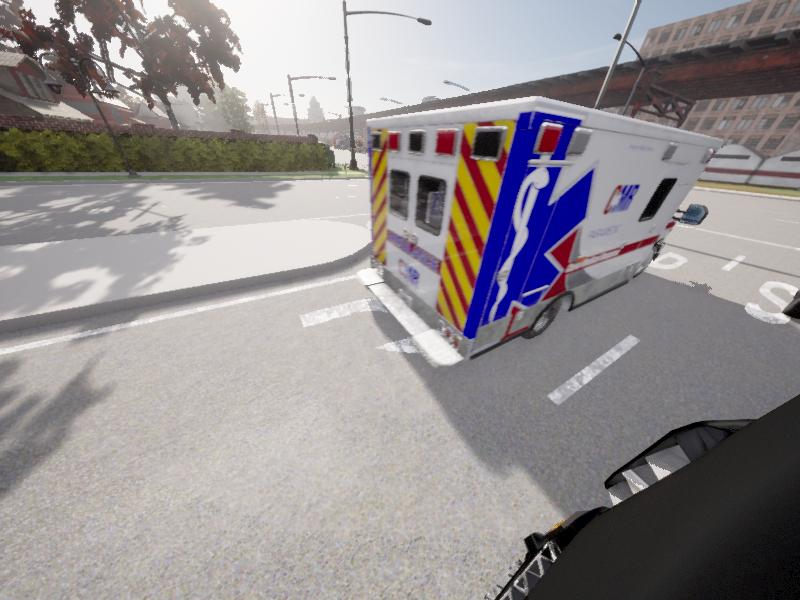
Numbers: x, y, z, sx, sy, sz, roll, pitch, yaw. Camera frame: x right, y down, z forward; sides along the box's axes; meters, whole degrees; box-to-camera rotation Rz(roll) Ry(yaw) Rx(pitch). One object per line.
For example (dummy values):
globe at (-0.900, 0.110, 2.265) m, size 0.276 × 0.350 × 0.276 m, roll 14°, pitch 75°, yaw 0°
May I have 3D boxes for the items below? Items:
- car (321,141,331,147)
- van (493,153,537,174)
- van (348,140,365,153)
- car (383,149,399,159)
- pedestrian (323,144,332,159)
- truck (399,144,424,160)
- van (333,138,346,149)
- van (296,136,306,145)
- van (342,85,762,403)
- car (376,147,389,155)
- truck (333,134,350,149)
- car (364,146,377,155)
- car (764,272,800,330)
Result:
car at (-26.843, -56.501, 83.486) m, size 1.801 × 1.575 × 5.366 m, roll -16°, pitch 39°, yaw -26°
van at (14.837, -17.882, 30.163) m, size 2.069 × 2.038 × 4.480 m, roll -16°, pitch 38°, yaw -26°
van at (-11.799, -41.242, 62.077) m, size 2.351 × 2.431 × 6.366 m, roll -16°, pitch 39°, yaw -26°
car at (-1.890, -30.610, 48.298) m, size 1.789 × 1.549 × 3.705 m, roll -16°, pitch 38°, yaw -26°
pedestrian at (-10.750, -22.075, 34.325) m, size 0.751 × 1.860 × 0.751 m, roll -18°, pitch 39°, yaw -28°
truck at (2.304, -30.713, 47.950) m, size 2.627 × 2.467 × 5.204 m, roll -16°, pitch 36°, yaw -26°
van at (-18.967, -48.767, 72.143) m, size 1.988 × 2.561 × 5.915 m, roll -16°, pitch 39°, yaw -26°
van at (-36.554, -59.033, 85.312) m, size 1.988 × 2.561 × 5.915 m, roll -16°, pitch 39°, yaw -26°
van at (2.603, -1.318, 3.936) m, size 6.366 × 2.431 × 2.351 m, roll -16°, pitch 38°, yaw -26°
car at (-4.498, -37.265, 57.806) m, size 1.845 × 1.501 × 3.633 m, roll -16°, pitch 39°, yaw -26°
truck at (-20.284, -54.698, 79.485) m, size 2.891 × 3.827 × 8.468 m, roll -16°, pitch 39°, yaw -26°
car at (-7.248, -36.121, 55.881) m, size 1.789 × 1.549 × 3.705 m, roll -16°, pitch 39°, yaw -26°
car at (8.303, -0.297, 3.649) m, size 3.633 × 1.501 × 1.845 m, roll -15°, pitch 38°, yaw -25°
